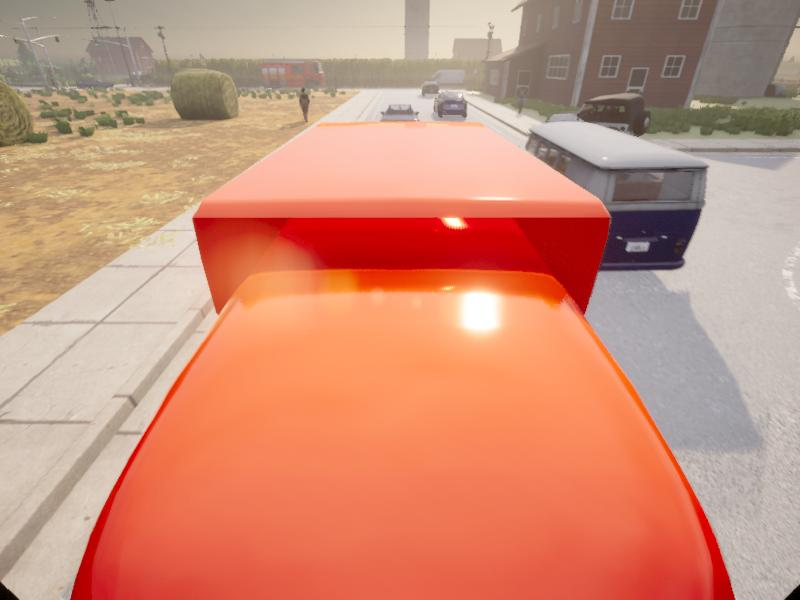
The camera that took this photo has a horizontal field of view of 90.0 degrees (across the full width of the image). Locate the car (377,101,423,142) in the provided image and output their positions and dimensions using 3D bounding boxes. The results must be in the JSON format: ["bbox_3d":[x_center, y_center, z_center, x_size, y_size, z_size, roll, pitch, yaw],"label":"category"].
[{"bbox_3d":[-0.006,-8.888,19.781,1.994,1.385,4.181,0,30,0],"label":"car"}]

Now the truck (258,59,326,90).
[{"bbox_3d":[-15.167,-32.029,56.870,8.468,3.827,2.891,0,30,1],"label":"truck"}]

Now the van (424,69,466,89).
[{"bbox_3d":[6.639,-33.089,59.952,5.915,2.561,1.988,1,30,1],"label":"van"}]

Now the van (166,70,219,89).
[{"bbox_3d":[-31.266,-33.324,60.455,6.366,2.431,2.351,0,30,1],"label":"van"}]

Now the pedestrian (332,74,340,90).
[{"bbox_3d":[-8.587,-29.360,53.911,0.751,1.860,0.751,6,31,11],"label":"pedestrian"}]

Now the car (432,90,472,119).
[{"bbox_3d":[3.490,-13.681,27.845,2.163,1.488,4.792,0,30,0],"label":"car"}]

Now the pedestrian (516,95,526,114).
[{"bbox_3d":[8.216,-13.261,27.158,0.500,1.100,0.500,8,31,14],"label":"pedestrian"}]

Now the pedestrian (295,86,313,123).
[{"bbox_3d":[-5.454,-11.141,22.787,0.751,1.860,0.751,-6,31,-10],"label":"pedestrian"}]

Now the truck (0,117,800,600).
[{"bbox_3d":[0.001,0.189,3.208,2.627,2.467,5.204,0,31,0],"label":"truck"}]

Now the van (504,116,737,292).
[{"bbox_3d":[3.484,-2.122,7.600,1.775,1.987,4.442,-1,31,0],"label":"van"}]

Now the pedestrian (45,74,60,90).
[{"bbox_3d":[-46.278,-29.007,53.300,0.751,1.860,0.751,-9,32,-15],"label":"pedestrian"}]

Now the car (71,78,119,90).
[{"bbox_3d":[-44.059,-31.287,57.914,4.792,1.488,2.163,-4,30,-7],"label":"car"}]

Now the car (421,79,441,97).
[{"bbox_3d":[3.480,-24.547,46.220,1.930,1.638,5.238,0,30,0],"label":"car"}]

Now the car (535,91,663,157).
[{"bbox_3d":[7.659,-7.046,15.813,1.905,1.878,3.866,-30,40,-32],"label":"car"}]
